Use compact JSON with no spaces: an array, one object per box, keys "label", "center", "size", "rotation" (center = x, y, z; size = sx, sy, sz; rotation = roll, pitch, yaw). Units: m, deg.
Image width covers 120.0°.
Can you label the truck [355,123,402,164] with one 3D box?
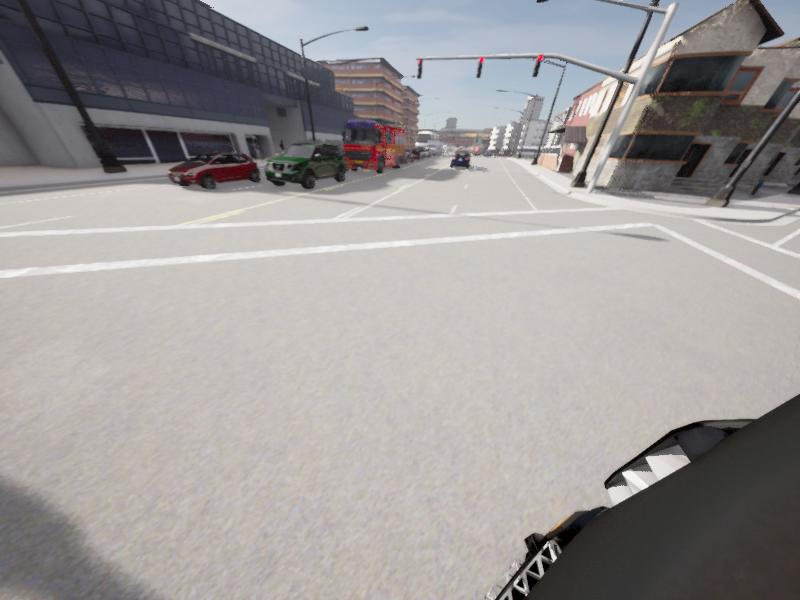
[{"label":"truck","center":[-2.395,-20.120,29.754],"size":[2.891,3.827,8.468],"rotation":[12,36,13]}]

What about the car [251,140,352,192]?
[{"label":"car","center":[-5.115,-7.830,13.316],"size":[2.150,2.045,5.566],"rotation":[12,35,13]}]

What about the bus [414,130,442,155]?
[{"label":"bus","center":[6.513,-35.832,52.860],"size":[3.944,4.253,10.273],"rotation":[12,34,13]}]

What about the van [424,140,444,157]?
[{"label":"van","center":[6.470,-28.791,43.975],"size":[2.351,2.431,6.366],"rotation":[12,35,13]}]

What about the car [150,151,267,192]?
[{"label":"car","center":[-9.389,-6.756,11.906],"size":[1.816,1.474,4.193],"rotation":[12,35,13]}]

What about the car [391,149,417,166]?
[{"label":"car","center":[0.564,-17.764,28.668],"size":[1.812,1.442,4.674],"rotation":[12,36,13]}]

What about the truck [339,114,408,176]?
[{"label":"truck","center":[-1.933,-14.061,21.107],"size":[2.891,3.827,8.468],"rotation":[12,36,13]}]

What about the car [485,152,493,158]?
[{"label":"car","center":[27.402,-44.924,71.507],"size":[1.994,1.385,4.181],"rotation":[12,34,13]}]

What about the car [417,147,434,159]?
[{"label":"car","center":[4.262,-24.506,38.434],"size":[1.970,1.475,3.806],"rotation":[12,36,13]}]

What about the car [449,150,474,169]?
[{"label":"car","center":[7.514,-17.009,27.840],"size":[2.242,1.667,4.611],"rotation":[12,36,13]}]

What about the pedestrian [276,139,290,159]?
[{"label":"pedestrian","center":[-13.248,-17.117,26.182],"size":[0.751,1.860,0.751],"rotation":[11,35,12]}]

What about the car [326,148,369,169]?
[{"label":"car","center":[-5.111,-14.375,23.356],"size":[2.038,1.542,4.974],"rotation":[12,36,13]}]

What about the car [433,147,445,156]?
[{"label":"car","center":[8.464,-32.224,50.110],"size":[1.812,1.442,4.674],"rotation":[11,34,11]}]

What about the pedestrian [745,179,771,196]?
[{"label":"pedestrian","center":[27.434,-8.616,17.712],"size":[0.500,1.100,0.500],"rotation":[-12,37,-22]}]

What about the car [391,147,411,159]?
[{"label":"car","center":[0.182,-23.857,37.336],"size":[1.994,1.385,4.181],"rotation":[12,36,13]}]

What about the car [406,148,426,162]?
[{"label":"car","center":[2.399,-21.156,33.553],"size":[1.816,1.474,4.193],"rotation":[12,36,13]}]

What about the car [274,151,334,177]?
[{"label":"car","center":[-7.178,-10.626,17.915],"size":[1.994,1.385,4.181],"rotation":[12,35,14]}]
